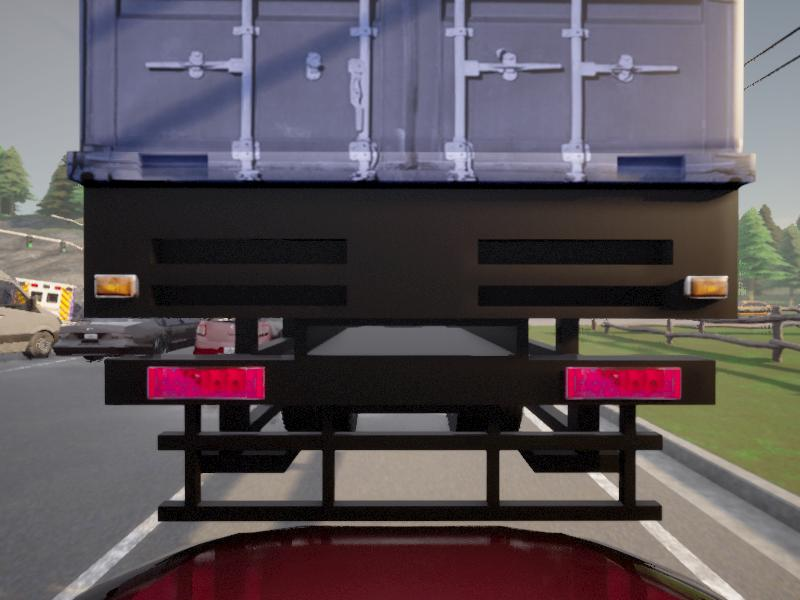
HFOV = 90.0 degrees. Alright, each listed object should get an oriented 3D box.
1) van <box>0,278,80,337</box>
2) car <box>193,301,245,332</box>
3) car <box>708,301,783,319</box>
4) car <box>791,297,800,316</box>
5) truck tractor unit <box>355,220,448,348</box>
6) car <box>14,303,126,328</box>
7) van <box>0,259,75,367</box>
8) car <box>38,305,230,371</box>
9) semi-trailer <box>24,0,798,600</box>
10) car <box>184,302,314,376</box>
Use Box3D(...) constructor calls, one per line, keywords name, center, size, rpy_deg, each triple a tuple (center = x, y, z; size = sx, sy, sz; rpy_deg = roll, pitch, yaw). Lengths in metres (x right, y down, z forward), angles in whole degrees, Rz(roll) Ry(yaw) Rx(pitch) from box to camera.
Box3D(name="van", center=(-18.731, 0.367, 19.711), size=(6.366, 2.431, 2.351), rpy_deg=(0, -7, 31))
Box3D(name="car", center=(-9.761, 0.801, 21.434), size=(1.845, 1.501, 3.633), rpy_deg=(0, 0, -35))
Box3D(name="car", center=(30.452, 0.832, 35.389), size=(5.008, 1.535, 1.882), rpy_deg=(0, 0, 1))
Box3D(name="car", center=(41.097, 0.670, 38.688), size=(4.605, 1.855, 1.932), rpy_deg=(0, 0, 1))
Box3D(name="truck tractor unit", center=(-0.171, -0.539, 16.439), size=(3.053, 4.208, 6.516), rpy_deg=(0, 0, -4))
Box3D(name="car", center=(-19.623, 0.865, 23.889), size=(5.357, 1.411, 2.033), rpy_deg=(0, 0, 7))
Box3D(name="van", center=(-10.460, 0.295, 8.701), size=(1.988, 2.561, 5.915), rpy_deg=(0, 0, 0))
Box3D(name="car", center=(-7.009, 0.871, 11.516), size=(2.033, 1.411, 5.357), rpy_deg=(0, 0, -1))
Box3D(name="semi-trailer", center=(0.007, -0.638, 8.533), size=(2.717, 4.402, 14.254), rpy_deg=(0, 0, 0))
Box3D(name="car", center=(-3.457, 0.804, 9.949), size=(1.845, 1.501, 3.633), rpy_deg=(0, 0, 0))
